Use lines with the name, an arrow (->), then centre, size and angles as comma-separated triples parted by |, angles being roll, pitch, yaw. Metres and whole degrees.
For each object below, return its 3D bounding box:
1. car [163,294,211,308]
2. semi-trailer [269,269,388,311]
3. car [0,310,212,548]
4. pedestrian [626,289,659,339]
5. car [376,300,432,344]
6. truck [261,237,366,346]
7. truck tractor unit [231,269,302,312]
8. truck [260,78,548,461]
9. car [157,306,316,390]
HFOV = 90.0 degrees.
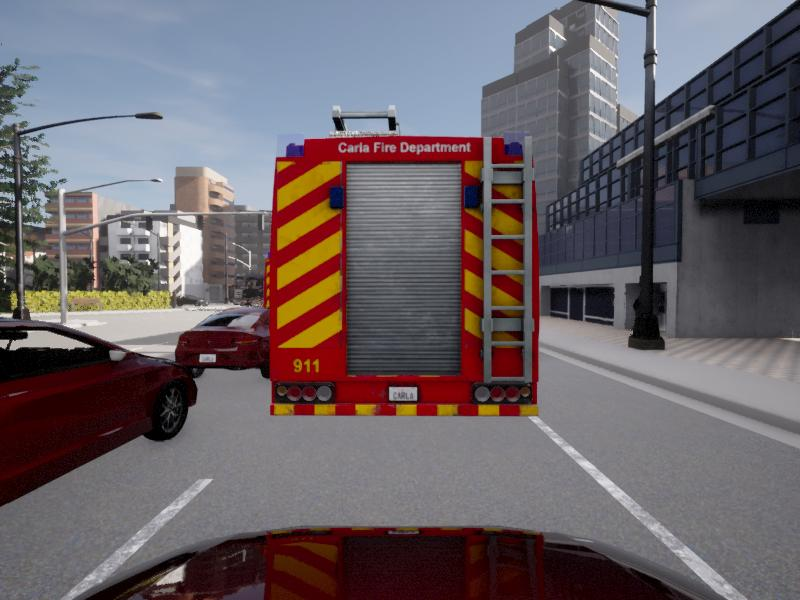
car -> -27.246, 0.090, 51.336 | 5.027, 1.651, 2.152 | 0, 1, 1
semi-trailer -> -7.965, -1.217, 47.446 | 14.254, 4.402, 2.717 | -1, 1, -38
car -> -3.468, 0.860, 3.307 | 1.816, 1.474, 4.193 | 0, 0, 1
pedestrian -> 9.076, 0.503, 14.996 | 0.751, 1.860, 0.751 | 0, 1, 3
car -> 0.180, 0.817, 17.201 | 2.038, 1.542, 4.974 | 0, 1, 1
truck -> -3.406, -0.337, 18.357 | 2.891, 3.827, 8.468 | 0, 1, 1
truck tractor unit -> -14.016, -0.993, 42.373 | 3.053, 4.208, 6.516 | 1, 2, 44
truck -> 0.092, -0.302, 8.253 | 2.891, 3.827, 8.468 | 0, 0, 1
car -> -3.435, 0.891, 9.530 | 1.812, 1.442, 4.674 | 0, 0, 1
